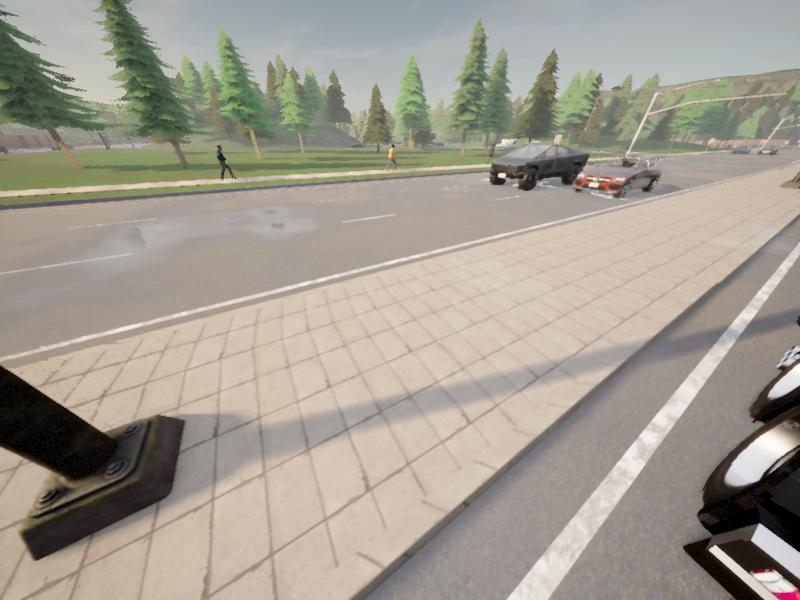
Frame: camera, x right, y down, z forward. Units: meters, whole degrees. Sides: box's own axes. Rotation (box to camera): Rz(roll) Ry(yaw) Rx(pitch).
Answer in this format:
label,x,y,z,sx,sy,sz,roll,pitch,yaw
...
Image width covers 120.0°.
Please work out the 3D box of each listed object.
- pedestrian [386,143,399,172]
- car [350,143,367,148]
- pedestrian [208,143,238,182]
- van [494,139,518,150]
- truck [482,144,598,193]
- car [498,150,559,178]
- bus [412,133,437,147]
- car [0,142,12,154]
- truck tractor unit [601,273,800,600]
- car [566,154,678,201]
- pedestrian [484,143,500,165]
label,x,y,z,sx,sy,sz,roll,pitch,yaw
pedestrian,-0.595,-11.112,18.021,0.751,1.860,0.751,-17,39,-24
car,-12.426,-46.365,69.355,1.895,1.301,4.718,25,42,31
pedestrian,-10.298,-8.039,13.523,0.751,1.860,0.751,-18,39,-24
van,29.629,-43.768,64.870,1.988,2.561,5.915,-18,39,-24
truck,8.230,-7.927,13.622,6.274,2.098,2.390,-18,39,-24
car,9.907,-10.585,17.884,3.988,1.617,1.851,-18,39,-24
bus,9.228,-61.006,87.988,3.944,4.253,10.273,-18,39,-24
car,-67.470,-24.898,37.871,1.837,1.490,4.892,-18,39,-24
truck tractor unit,5.122,-0.290,0.759,6.516,4.208,3.053,-18,39,-23
car,11.506,-6.491,12.004,5.027,1.651,2.152,-18,39,-25
pedestrian,9.151,-14.545,23.036,0.751,1.860,0.751,-20,40,-26
